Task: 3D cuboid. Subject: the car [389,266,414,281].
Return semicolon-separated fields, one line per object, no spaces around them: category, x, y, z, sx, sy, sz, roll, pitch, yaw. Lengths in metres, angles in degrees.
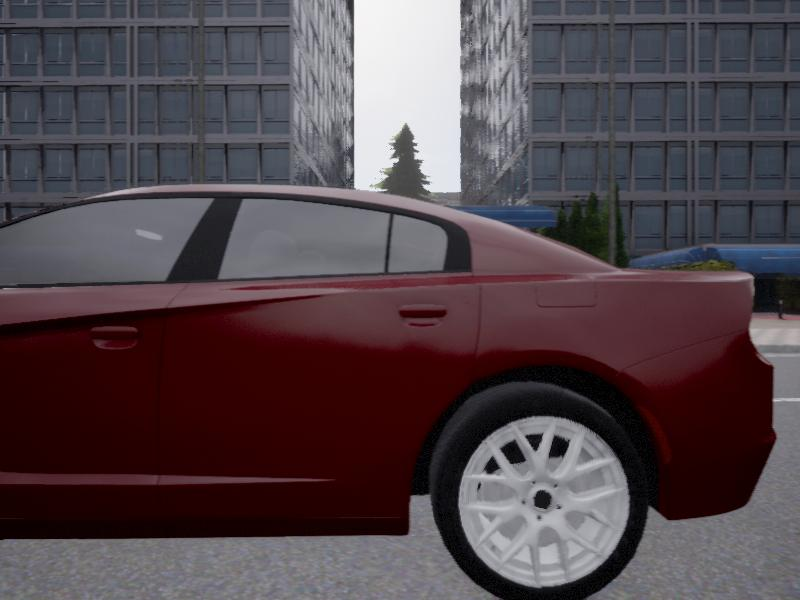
car;0.042;-0.940;14.201;0.945;0.468;0.156;0;0;31

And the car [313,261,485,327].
car;-0.158;-0.198;15.322;6.274;2.098;2.390;0;0;31

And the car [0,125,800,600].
car;-0.973;0.224;2.203;5.008;1.535;1.882;0;0;0

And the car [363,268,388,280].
car;-0.901;-0.950;14.734;1.022;0.378;0.154;0;0;31

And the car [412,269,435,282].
car;0.920;-0.940;15.690;0.945;0.468;0.156;0;0;31

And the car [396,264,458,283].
car;1.012;-0.947;14.633;1.642;0.535;1.750;0;0;31

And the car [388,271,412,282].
car;-0.003;-0.951;16.257;1.022;0.378;0.154;0;0;31

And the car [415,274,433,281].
car;0.807;-0.769;13.670;0.653;0.191;0.090;0;0;31
